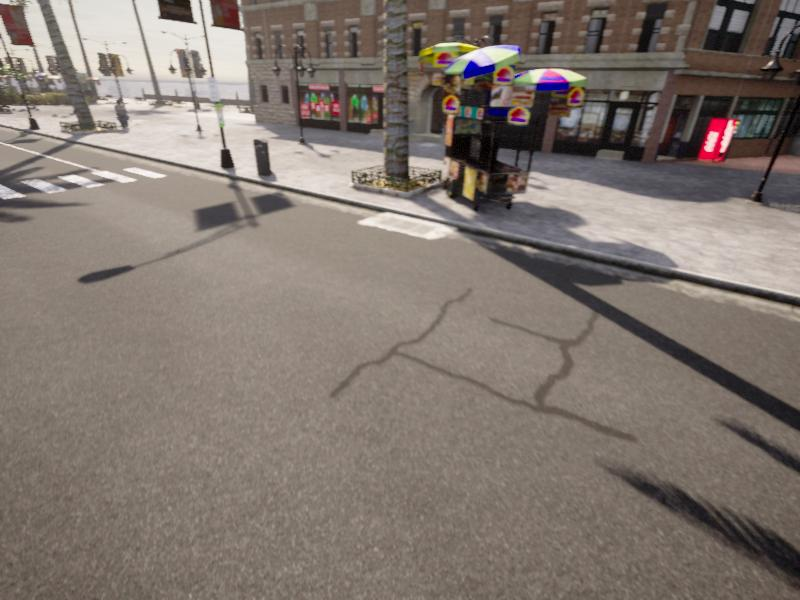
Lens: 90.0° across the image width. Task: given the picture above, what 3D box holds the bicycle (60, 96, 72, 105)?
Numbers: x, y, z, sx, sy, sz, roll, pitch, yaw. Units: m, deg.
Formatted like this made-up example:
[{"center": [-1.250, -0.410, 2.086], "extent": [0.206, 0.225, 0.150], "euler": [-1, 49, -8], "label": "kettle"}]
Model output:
[{"center": [-42.003, -25.066, 50.279], "extent": [1.643, 1.024, 0.373], "euler": [19, 32, 30], "label": "bicycle"}]

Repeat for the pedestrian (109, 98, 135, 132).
[{"center": [-17.473, -11.616, 25.153], "extent": [0.751, 1.860, 0.751], "euler": [26, 36, 38], "label": "pedestrian"}]

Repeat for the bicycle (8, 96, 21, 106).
[{"center": [-44.865, -23.202, 46.587], "extent": [1.643, 1.024, 0.373], "euler": [19, 32, 30], "label": "bicycle"}]

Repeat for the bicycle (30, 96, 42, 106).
[{"center": [-43.720, -23.948, 48.064], "extent": [1.643, 1.024, 0.373], "euler": [19, 32, 30], "label": "bicycle"}]
